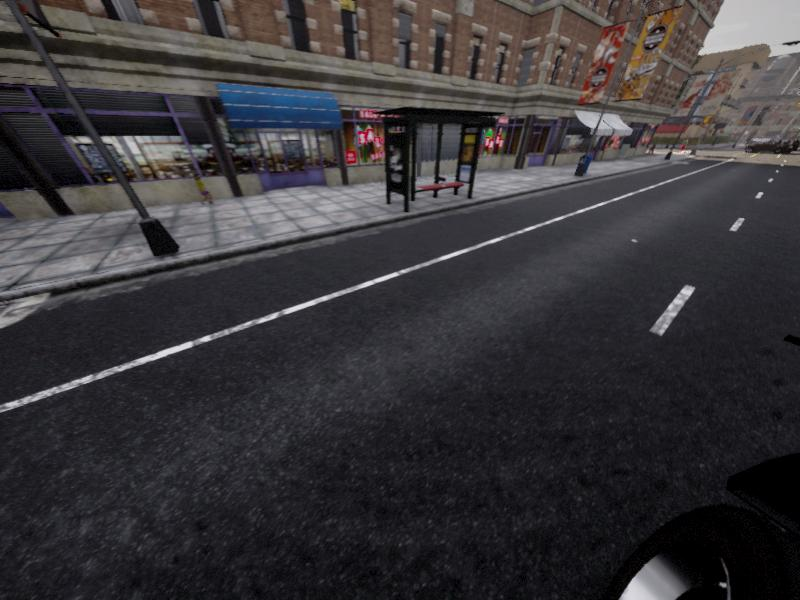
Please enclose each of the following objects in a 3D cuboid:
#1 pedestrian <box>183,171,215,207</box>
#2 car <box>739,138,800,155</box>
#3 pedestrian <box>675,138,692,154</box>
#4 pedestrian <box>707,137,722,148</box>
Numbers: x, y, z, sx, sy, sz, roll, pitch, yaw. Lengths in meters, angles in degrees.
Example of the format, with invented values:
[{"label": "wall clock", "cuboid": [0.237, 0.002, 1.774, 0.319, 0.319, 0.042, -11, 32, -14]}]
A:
[{"label": "pedestrian", "cuboid": [-7.359, -4.091, 8.508, 0.500, 1.100, 0.500, -20, 40, -26]}, {"label": "car", "cuboid": [53.193, -22.026, 33.044, 1.932, 1.855, 4.605, -8, 36, -11]}, {"label": "pedestrian", "cuboid": [41.200, -22.332, 33.556, 0.751, 1.860, 0.751, -24, 42, -30]}, {"label": "pedestrian", "cuboid": [61.941, -31.044, 45.466, 0.751, 1.860, 0.751, -5, 35, -6]}]
